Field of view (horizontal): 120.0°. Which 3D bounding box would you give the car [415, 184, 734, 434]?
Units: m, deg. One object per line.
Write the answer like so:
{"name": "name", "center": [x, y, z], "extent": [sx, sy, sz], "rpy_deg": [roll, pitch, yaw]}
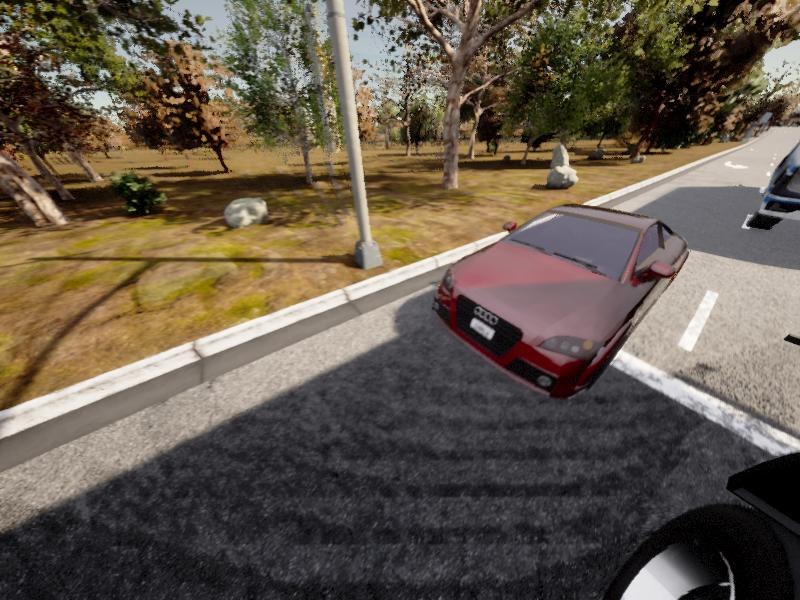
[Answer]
{"name": "car", "center": [2.491, -0.539, 3.354], "extent": [4.181, 1.385, 1.994], "rpy_deg": [-24, 42, -28]}

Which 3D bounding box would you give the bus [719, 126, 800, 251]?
{"name": "bus", "center": [13.513, -4.293, 5.862], "extent": [10.273, 4.253, 3.944], "rpy_deg": [-24, 42, -28]}
